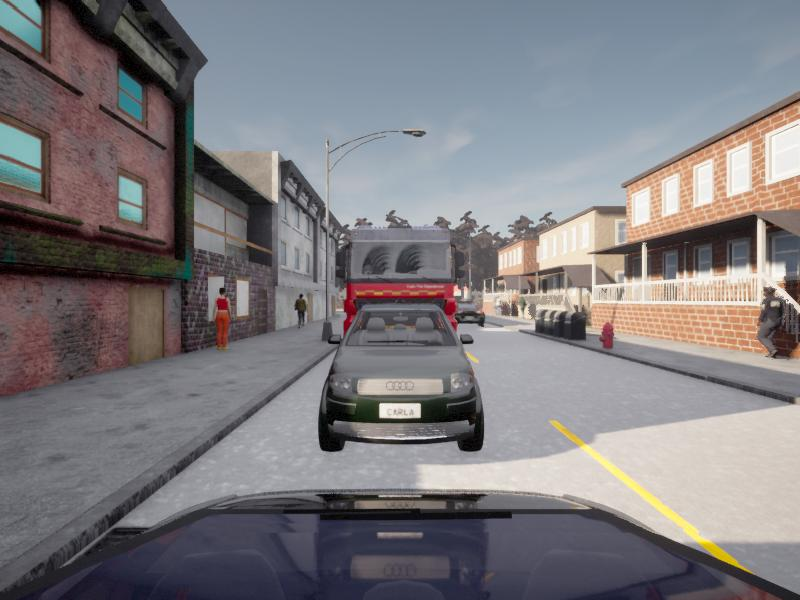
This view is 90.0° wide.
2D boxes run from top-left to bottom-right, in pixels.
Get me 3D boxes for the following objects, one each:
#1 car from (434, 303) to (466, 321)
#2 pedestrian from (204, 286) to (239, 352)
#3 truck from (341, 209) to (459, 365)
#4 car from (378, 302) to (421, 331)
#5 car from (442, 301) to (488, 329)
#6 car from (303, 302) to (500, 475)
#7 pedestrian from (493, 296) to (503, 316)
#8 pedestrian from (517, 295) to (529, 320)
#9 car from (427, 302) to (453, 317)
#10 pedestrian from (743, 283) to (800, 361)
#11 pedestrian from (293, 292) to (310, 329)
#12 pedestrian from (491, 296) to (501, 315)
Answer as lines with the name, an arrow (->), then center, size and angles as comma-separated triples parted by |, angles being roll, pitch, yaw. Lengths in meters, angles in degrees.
car -> 3.961, 0.907, 32.232 | 1.994, 1.385, 4.181 | 0, 0, 0
pedestrian -> -5.225, 0.533, 11.758 | 0.751, 1.860, 0.751 | 0, 0, -8
truck -> -0.010, -0.321, 14.022 | 2.891, 3.827, 8.468 | 0, 0, 0
car -> -0.021, 0.851, 22.747 | 2.163, 1.488, 4.792 | 0, 0, 0
car -> 3.976, 0.832, 25.317 | 2.038, 1.542, 4.974 | 0, 1, 0
car -> 0.007, 0.815, 5.489 | 1.789, 1.549, 3.705 | 0, 0, 0
pedestrian -> 9.188, 0.533, 37.357 | 0.751, 1.860, 0.751 | 0, 0, 0
pedestrian -> 9.272, 0.533, 30.236 | 0.751, 1.860, 0.751 | 0, 0, 4
car -> 3.944, 0.895, 40.183 | 2.033, 1.411, 5.357 | 0, 0, 0
pedestrian -> 9.224, 0.533, 9.949 | 0.751, 1.860, 0.751 | 0, 0, -3
pedestrian -> -5.074, 0.533, 20.614 | 0.751, 1.860, 0.751 | 0, 0, -3
pedestrian -> 9.171, 0.533, 38.222 | 0.751, 1.860, 0.751 | 0, 0, 1
